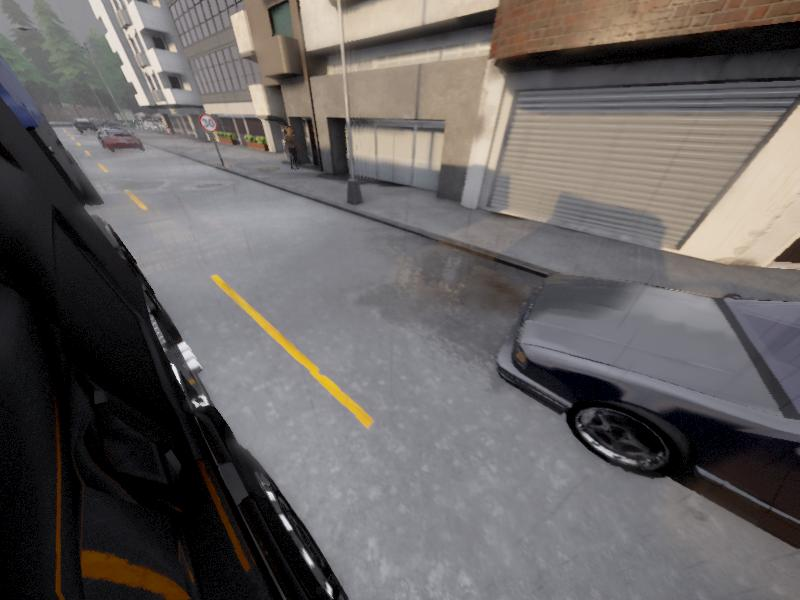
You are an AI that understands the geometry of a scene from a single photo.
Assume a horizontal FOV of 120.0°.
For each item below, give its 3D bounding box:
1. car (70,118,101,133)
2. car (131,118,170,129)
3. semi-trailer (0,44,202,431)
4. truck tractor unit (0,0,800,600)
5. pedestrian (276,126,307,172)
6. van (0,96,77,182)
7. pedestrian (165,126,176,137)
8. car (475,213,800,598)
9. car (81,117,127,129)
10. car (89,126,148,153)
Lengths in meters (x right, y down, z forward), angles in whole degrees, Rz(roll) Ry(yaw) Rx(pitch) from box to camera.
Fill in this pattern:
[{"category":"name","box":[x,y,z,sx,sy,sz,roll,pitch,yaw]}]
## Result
[{"category":"car","box":[-43.150,-23.882,31.664,4.892,1.490,1.837,28,44,30]},{"category":"car","box":[-52.307,-37.058,48.556,2.152,1.651,5.027,27,43,29]},{"category":"semi-trailer","box":[-8.703,-3.597,4.231,14.254,4.402,2.717,28,44,30]},{"category":"truck tractor unit","box":[-2.645,-0.295,0.351,6.516,4.208,3.053,28,44,30]},{"category":"pedestrian","box":[-5.387,-7.542,11.587,0.751,1.860,0.751,29,44,31]},{"category":"van","box":[-16.586,-7.026,9.903,5.915,2.561,1.988,28,44,30]},{"category":"pedestrian","box":[-28.551,-20.913,28.711,0.500,1.100,0.500,-15,40,-22]},{"category":"car","box":[3.533,0.996,1.346,5.357,1.411,2.033,26,43,28]},{"category":"car","box":[-52.567,-31.543,41.206,2.152,1.651,5.027,-2,37,-5]},{"category":"car","box":[-21.390,-12.245,17.543,4.181,1.385,1.994,28,44,30]}]
